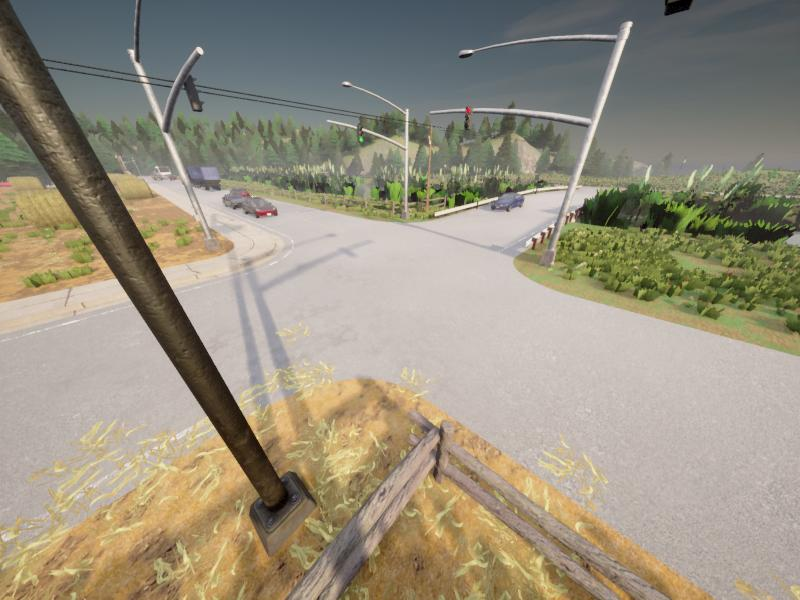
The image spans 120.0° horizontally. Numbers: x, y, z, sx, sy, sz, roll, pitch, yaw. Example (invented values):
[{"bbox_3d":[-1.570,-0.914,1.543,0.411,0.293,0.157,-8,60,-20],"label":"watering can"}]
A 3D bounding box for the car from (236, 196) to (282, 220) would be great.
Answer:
[{"bbox_3d":[-13.844,-9.098,22.586,4.792,1.488,2.163,25,38,36],"label":"car"}]

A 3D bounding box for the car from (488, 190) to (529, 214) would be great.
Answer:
[{"bbox_3d":[11.213,-10.164,23.755,4.674,1.442,1.812,-28,40,-35],"label":"car"}]

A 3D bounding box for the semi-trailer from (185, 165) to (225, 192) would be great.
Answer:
[{"bbox_3d":[-40.600,-25.367,47.823,14.254,4.402,2.717,25,38,37],"label":"semi-trailer"}]

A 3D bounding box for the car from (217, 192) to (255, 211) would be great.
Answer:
[{"bbox_3d":[-19.213,-11.586,26.983,5.357,1.411,2.033,25,38,36],"label":"car"}]

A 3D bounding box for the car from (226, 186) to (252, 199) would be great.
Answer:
[{"bbox_3d":[-25.141,-16.768,35.984,4.181,1.385,1.994,25,38,36],"label":"car"}]
